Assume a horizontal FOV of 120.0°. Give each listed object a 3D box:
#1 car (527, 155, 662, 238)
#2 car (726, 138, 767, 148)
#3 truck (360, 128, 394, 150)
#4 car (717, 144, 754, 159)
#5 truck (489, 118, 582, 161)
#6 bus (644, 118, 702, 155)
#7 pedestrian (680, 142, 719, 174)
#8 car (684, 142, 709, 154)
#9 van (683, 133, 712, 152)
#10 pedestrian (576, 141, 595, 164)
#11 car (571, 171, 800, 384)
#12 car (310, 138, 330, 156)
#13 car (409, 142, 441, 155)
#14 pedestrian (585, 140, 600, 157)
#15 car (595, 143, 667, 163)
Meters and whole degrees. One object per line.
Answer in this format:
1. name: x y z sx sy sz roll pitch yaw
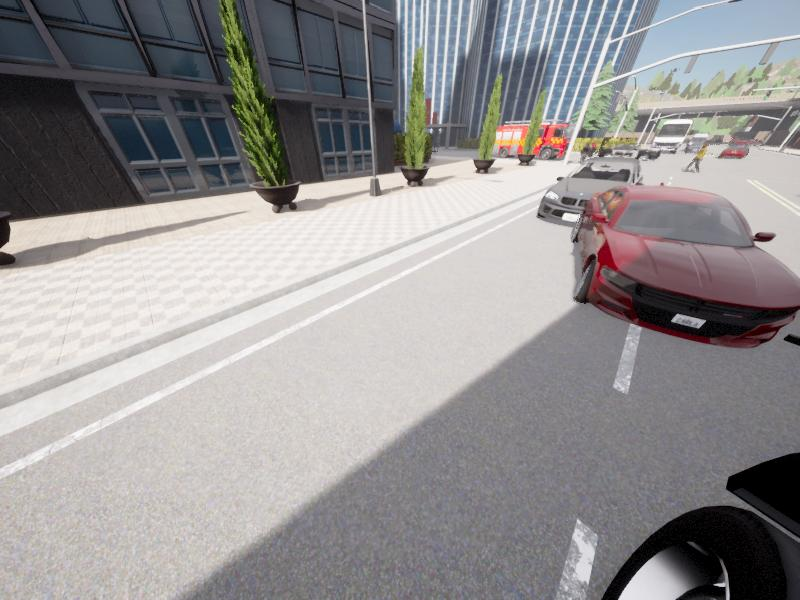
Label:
1. car: 6.576 -3.733 7.731 4.611 1.667 2.242 -30 44 -35
2. car: 80.919 -36.790 54.085 2.033 1.649 4.856 -13 37 -16
3. truck: -5.307 -36.821 52.960 8.468 3.827 2.891 29 45 35
4. car: 41.288 -18.321 28.436 4.181 1.385 1.994 -24 42 -30
5. truck: 15.811 -19.309 27.908 2.891 3.827 8.468 -30 45 -35
6. bus: 43.198 -25.914 36.706 3.944 4.253 10.273 30 45 35
7. pedestrian: 21.056 -9.998 16.301 0.751 1.860 0.751 15 38 21
8. car: 46.323 -23.822 36.148 1.812 1.442 4.674 30 45 35
9. van: 51.775 -27.463 40.328 1.988 2.561 5.915 30 45 35
10. pedestrian: 18.124 -14.414 22.599 0.751 1.860 0.751 29 45 35
11. car: 4.596 -1.210 4.263 1.882 1.535 5.008 19 39 25
12. car: -12.360 -23.969 36.009 2.390 2.098 6.274 -9 36 -12
13. car: 4.018 -25.063 38.086 4.856 1.649 2.033 29 45 35
14. pedestrian: 25.066 -19.675 30.019 0.751 1.860 0.751 30 45 35
15. car: 25.027 -16.173 25.276 5.238 1.638 1.930 29 44 35
